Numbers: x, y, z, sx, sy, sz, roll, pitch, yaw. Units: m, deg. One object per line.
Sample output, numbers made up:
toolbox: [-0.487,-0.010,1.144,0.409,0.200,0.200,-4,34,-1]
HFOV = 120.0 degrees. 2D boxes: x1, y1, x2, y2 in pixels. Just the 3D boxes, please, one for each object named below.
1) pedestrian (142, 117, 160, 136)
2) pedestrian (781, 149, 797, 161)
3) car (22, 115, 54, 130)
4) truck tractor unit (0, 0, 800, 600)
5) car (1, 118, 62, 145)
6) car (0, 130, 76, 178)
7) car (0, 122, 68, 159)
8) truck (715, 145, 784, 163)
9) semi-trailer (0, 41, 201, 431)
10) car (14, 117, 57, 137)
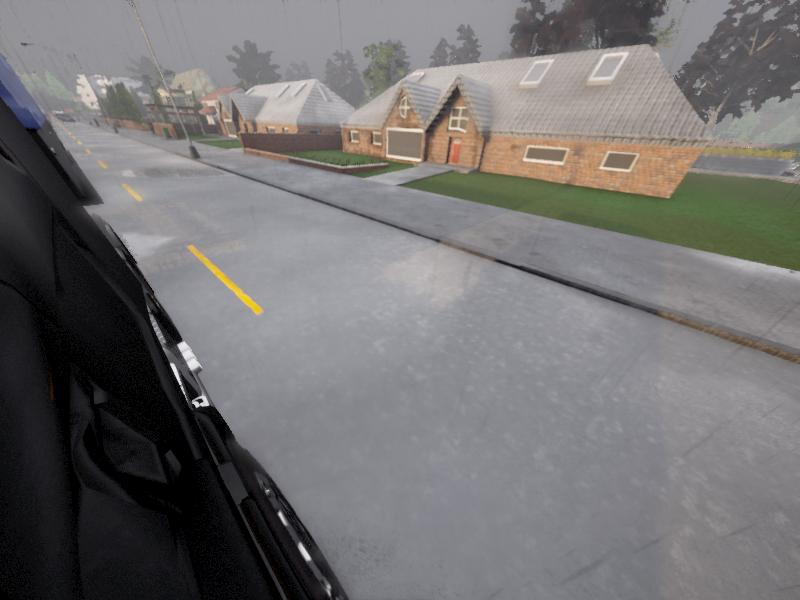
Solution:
pedestrian: [-31.397,-21.858,29.153,0.751,1.860,0.751,-29,47,-36]
pedestrian: [77.634,-28.961,46.097,0.751,1.860,0.751,-24,45,-32]
car: [-51.689,-25.404,33.029,5.008,1.535,1.882,28,43,30]
truck tractor unit: [-2.645,-0.295,0.351,6.516,4.208,3.053,28,44,30]
car: [-30.192,-13.910,19.048,4.514,1.525,2.007,28,43,30]
car: [-16.662,-6.612,10.287,4.181,1.385,1.994,28,43,30]
car: [-22.190,-9.633,13.841,4.514,1.525,2.007,28,43,30]
truck: [59.601,-25.005,39.566,6.274,2.098,2.390,9,37,9]
semi-trailer: [-8.693,-3.608,4.234,14.254,4.402,2.717,28,43,30]
car: [-38.291,-18.217,24.330,4.193,1.474,1.816,28,43,30]
